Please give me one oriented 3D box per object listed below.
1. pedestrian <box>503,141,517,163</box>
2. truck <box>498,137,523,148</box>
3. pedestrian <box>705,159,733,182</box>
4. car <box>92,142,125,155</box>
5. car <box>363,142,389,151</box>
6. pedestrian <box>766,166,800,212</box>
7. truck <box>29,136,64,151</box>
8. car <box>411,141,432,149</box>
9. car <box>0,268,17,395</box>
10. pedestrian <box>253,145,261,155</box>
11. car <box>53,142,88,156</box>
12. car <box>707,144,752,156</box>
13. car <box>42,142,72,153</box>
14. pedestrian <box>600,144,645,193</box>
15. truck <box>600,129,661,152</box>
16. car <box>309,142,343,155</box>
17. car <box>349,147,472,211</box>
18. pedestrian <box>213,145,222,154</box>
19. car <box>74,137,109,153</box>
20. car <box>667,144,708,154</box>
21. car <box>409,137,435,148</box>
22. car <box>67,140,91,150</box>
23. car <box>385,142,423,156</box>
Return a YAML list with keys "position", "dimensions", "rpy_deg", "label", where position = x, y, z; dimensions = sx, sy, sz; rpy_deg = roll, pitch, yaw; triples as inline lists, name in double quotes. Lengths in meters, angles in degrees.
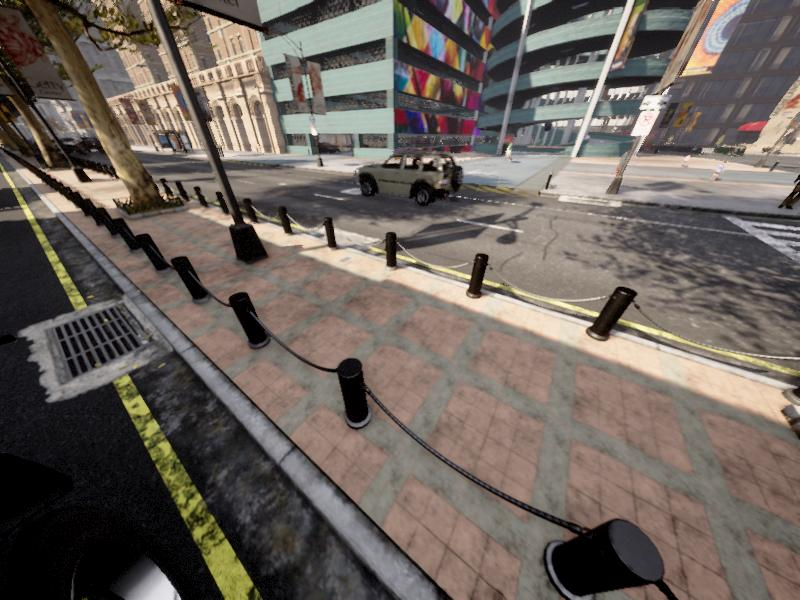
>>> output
- position: [10.783, -14.578, 22.756]
  dimensions: [0.751, 1.860, 0.751]
  rpy_deg: [11, 37, 15]
  label: "pedestrian"
- position: [30.033, -43.118, 63.172]
  dimensions: [5.204, 2.467, 2.627]
  rpy_deg: [24, 42, 30]
  label: "truck"
- position: [18.607, -7.540, 13.491]
  dimensions: [0.500, 1.100, 0.500]
  rpy_deg: [-25, 42, -31]
  label: "pedestrian"
- position: [-42.739, -22.233, 33.847]
  dimensions: [3.806, 1.475, 1.970]
  rpy_deg: [22, 40, 27]
  label: "car"
- position: [-4.502, -28.656, 43.172]
  dimensions: [4.718, 1.301, 1.895]
  rpy_deg: [22, 40, 27]
  label: "car"
- position: [14.135, -4.135, 7.966]
  dimensions: [0.751, 1.860, 0.751]
  rpy_deg: [-26, 43, -33]
  label: "pedestrian"
- position: [-65.923, -29.259, 43.093]
  dimensions: [6.274, 2.098, 2.390]
  rpy_deg: [22, 40, 27]
  label: "truck"
- position: [5.179, -37.752, 56.078]
  dimensions: [4.514, 1.523, 2.007]
  rpy_deg: [22, 40, 27]
  label: "car"
- position: [-6.774, 0.075, 2.467]
  dimensions: [4.792, 1.488, 2.163]
  rpy_deg: [22, 40, 27]
  label: "car"
- position: [-19.796, -20.785, 31.989]
  dimensions: [0.500, 1.100, 0.500]
  rpy_deg: [9, 36, 12]
  label: "pedestrian"
- position: [-45.802, -21.019, 32.079]
  dimensions: [4.892, 1.490, 1.837]
  rpy_deg: [22, 40, 27]
  label: "car"
- position: [53.228, -24.285, 37.416]
  dimensions: [1.789, 1.549, 3.705]
  rpy_deg: [3, 35, 4]
  label: "car"
- position: [-56.463, -25.209, 38.038]
  dimensions: [4.181, 1.385, 1.994]
  rpy_deg: [22, 40, 27]
  label: "car"
- position: [10.302, -6.112, 10.742]
  dimensions: [0.751, 1.860, 0.751]
  rpy_deg: [-29, 45, -35]
  label: "pedestrian"
- position: [50.713, -35.468, 51.297]
  dimensions: [2.891, 3.827, 8.468]
  rpy_deg: [-14, 38, -19]
  label: "truck"
- position: [-11.379, -23.334, 35.482]
  dimensions: [4.786, 1.482, 2.161]
  rpy_deg: [22, 40, 27]
  label: "car"
- position: [0.302, -5.300, 9.802]
  dimensions: [4.605, 1.855, 1.932]
  rpy_deg: [22, 40, 27]
  label: "car"
- position: [-25.609, -21.108, 32.403]
  dimensions: [0.500, 1.100, 0.500]
  rpy_deg: [27, 43, 32]
  label: "pedestrian"
- position: [-51.765, -26.050, 38.705]
  dimensions: [5.566, 2.045, 2.150]
  rpy_deg: [22, 40, 27]
  label: "car"
- position: [53.401, -28.127, 43.021]
  dimensions: [1.994, 1.385, 4.181]
  rpy_deg: [-5, 35, -7]
  label: "car"
- position: [5.229, -38.053, 55.825]
  dimensions: [5.566, 2.045, 2.435]
  rpy_deg: [22, 40, 27]
  label: "car"
- position: [-61.531, -29.737, 44.270]
  dimensions: [3.705, 1.549, 1.789]
  rpy_deg: [22, 40, 27]
  label: "car"
- position: [0.519, -21.524, 32.935]
  dimensions: [4.902, 1.511, 2.128]
  rpy_deg: [22, 40, 27]
  label: "car"
